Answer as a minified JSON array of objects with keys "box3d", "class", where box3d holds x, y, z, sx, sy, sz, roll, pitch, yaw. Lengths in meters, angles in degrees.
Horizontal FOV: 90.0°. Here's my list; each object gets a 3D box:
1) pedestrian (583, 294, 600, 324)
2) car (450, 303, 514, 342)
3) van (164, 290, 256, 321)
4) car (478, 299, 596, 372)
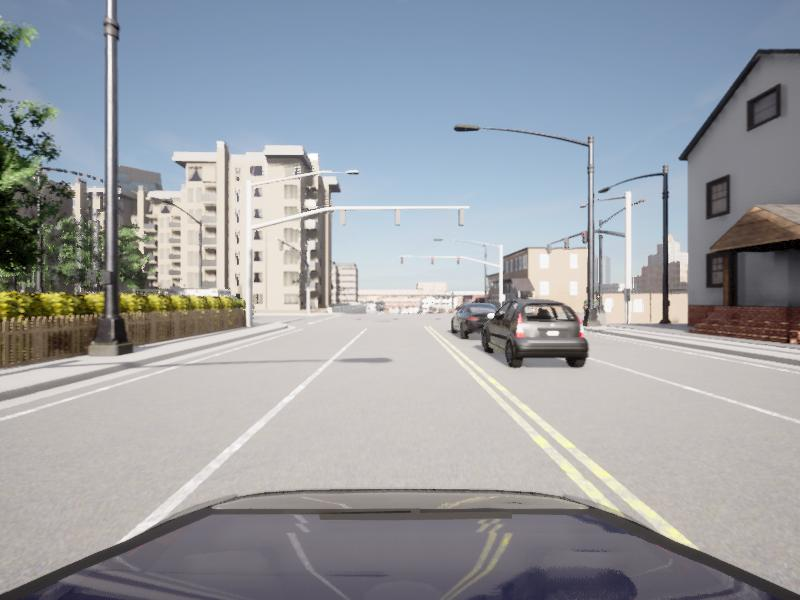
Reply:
[{"box3d":[11.794,0.545,24.650,0.751,1.860,0.751,0,0,11],"class":"pedestrian"},{"box3d":[3.399,0.878,17.436,1.812,1.442,4.674,0,0,0],"class":"car"},{"box3d":[-15.372,0.393,32.594,6.366,2.431,2.351,0,0,0],"class":"van"},{"box3d":[3.428,0.793,10.872,1.851,1.617,3.988,0,0,0],"class":"car"}]
